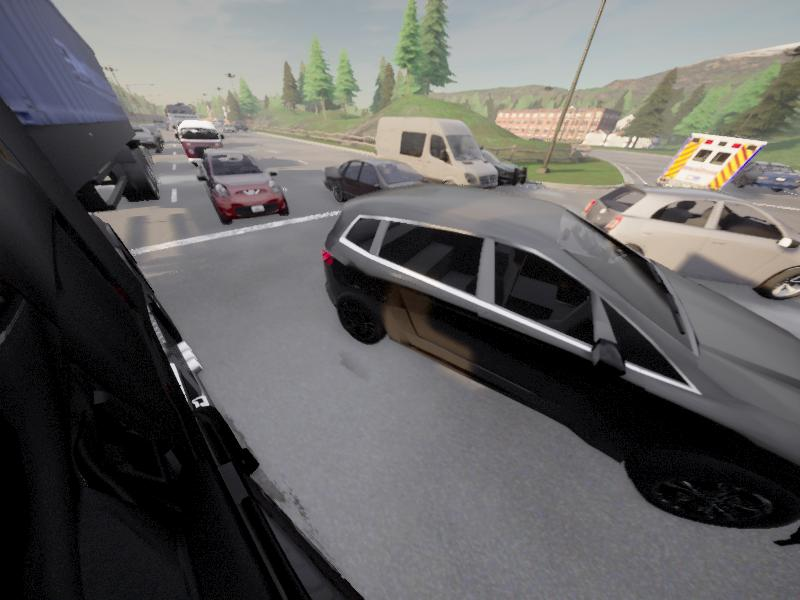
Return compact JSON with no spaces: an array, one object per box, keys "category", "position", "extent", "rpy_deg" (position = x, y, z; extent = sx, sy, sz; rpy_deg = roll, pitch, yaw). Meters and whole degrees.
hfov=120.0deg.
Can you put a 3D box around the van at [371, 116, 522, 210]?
[{"category":"van","position":[1.331,-5.969,9.642],"extent":[1.988,2.561,5.915],"rpy_deg":[-25,45,-32]}]

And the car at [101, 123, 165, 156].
[{"category":"car","position":[-19.022,-11.692,16.758],"extent":[2.152,1.651,5.027],"rpy_deg":[-23,44,-30]}]

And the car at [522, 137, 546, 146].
[{"category":"car","position":[33.552,-39.795,58.024],"extent":[1.837,1.490,4.892],"rpy_deg":[-17,41,-25]}]

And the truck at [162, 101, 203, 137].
[{"category":"truck","position":[-32.135,-26.725,34.229],"extent":[2.891,3.827,8.468],"rpy_deg":[-23,44,-30]}]

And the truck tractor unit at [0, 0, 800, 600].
[{"category":"truck tractor unit","position":[-2.645,-0.295,0.352],"extent":[6.516,4.208,3.053],"rpy_deg":[28,44,30]}]

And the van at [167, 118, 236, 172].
[{"category":"van","position":[-11.204,-9.019,13.307],"extent":[2.069,2.038,4.480],"rpy_deg":[-19,44,-26]}]

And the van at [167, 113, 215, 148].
[{"category":"van","position":[-20.481,-16.588,22.561],"extent":[2.351,2.431,6.366],"rpy_deg":[-24,45,-31]}]

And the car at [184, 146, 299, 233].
[{"category":"car","position":[-4.633,-3.419,6.675],"extent":[1.845,1.501,3.633],"rpy_deg":[-23,44,-31]}]

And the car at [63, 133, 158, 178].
[{"category":"car","position":[-13.687,-7.169,11.274],"extent":[1.994,1.385,4.181],"rpy_deg":[-23,44,-30]}]

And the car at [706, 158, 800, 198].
[{"category":"car","position":[22.271,-7.840,14.485],"extent":[2.033,1.411,5.357],"rpy_deg":[22,41,24]}]

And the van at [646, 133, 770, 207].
[{"category":"van","position":[15.835,-6.974,12.021],"extent":[6.366,2.431,2.351],"rpy_deg":[-26,51,-32]}]

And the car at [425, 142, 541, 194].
[{"category":"car","position":[3.938,-7.027,11.986],"extent":[1.930,1.638,5.238],"rpy_deg":[-26,45,-33]}]

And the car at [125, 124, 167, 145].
[{"category":"car","position":[-24.906,-16.423,22.841],"extent":[2.163,1.488,4.792],"rpy_deg":[-23,44,-30]}]

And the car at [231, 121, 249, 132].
[{"category":"car","position":[-37.162,-40.415,53.770],"extent":[2.150,2.045,5.566],"rpy_deg":[-23,44,-30]}]

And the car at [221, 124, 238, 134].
[{"category":"car","position":[-34.145,-34.278,46.204],"extent":[1.970,1.475,3.806],"rpy_deg":[-23,44,-30]}]

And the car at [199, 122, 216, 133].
[{"category":"car","position":[-37.669,-33.725,45.186],"extent":[1.845,1.501,3.633],"rpy_deg":[-23,44,-30]}]

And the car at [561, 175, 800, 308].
[{"category":"car","position":[5.689,-1.280,4.480],"extent":[3.633,1.501,1.845],"rpy_deg":[12,38,12]}]

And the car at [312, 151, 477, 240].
[{"category":"car","position":[-0.569,-3.681,7.406],"extent":[2.033,1.411,5.357],"rpy_deg":[-26,45,-33]}]

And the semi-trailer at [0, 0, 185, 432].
[{"category":"semi-trailer","position":[-7.964,-4.019,4.839],"extent":[2.717,4.402,14.254],"rpy_deg":[-25,45,-32]}]

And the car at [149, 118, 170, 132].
[{"category":"car","position":[-43.830,-31.999,42.169],"extent":[1.932,1.855,4.605],"rpy_deg":[-23,45,-30]}]

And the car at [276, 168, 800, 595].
[{"category":"car","position":[1.304,-0.148,2.558],"extent":[4.611,1.667,2.242],"rpy_deg":[23,41,25]}]
